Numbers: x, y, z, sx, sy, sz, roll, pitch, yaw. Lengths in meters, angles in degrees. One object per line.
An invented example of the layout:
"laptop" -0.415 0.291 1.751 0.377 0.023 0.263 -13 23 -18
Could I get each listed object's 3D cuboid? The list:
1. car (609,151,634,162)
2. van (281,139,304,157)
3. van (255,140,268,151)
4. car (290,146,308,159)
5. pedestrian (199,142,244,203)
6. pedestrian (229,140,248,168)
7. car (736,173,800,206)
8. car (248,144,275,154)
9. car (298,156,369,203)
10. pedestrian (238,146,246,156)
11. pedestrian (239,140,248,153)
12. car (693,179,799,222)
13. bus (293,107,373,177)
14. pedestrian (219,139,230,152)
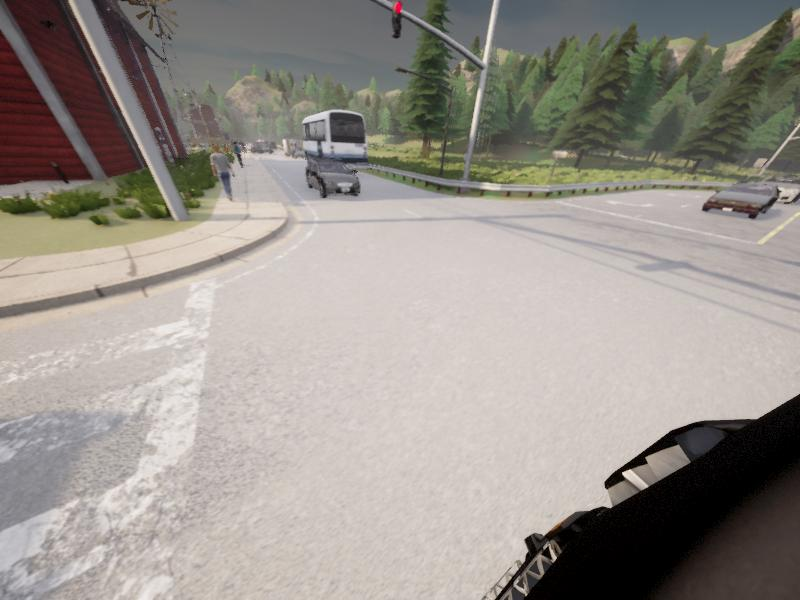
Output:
"car" 56.957 -36.991 59.453 3.866 1.878 1.905 24 39 21
"van" -18.758 -26.440 40.147 2.351 2.431 6.366 -15 38 -25
"van" -34.428 -38.469 57.420 2.069 2.038 4.480 -15 38 -25
"car" -15.725 -22.916 35.883 1.845 1.501 3.633 -15 37 -25
"pedestrian" -6.566 -4.690 8.552 0.751 1.860 0.751 -19 39 -29
"pedestrian" -13.372 -12.079 19.152 0.751 1.860 0.751 -16 38 -26
"car" 26.593 -7.878 16.257 4.611 1.667 2.242 -16 38 -26
"car" -25.580 -27.888 42.774 4.181 1.385 1.994 18 36 21
"car" -3.590 -6.375 11.940 2.128 1.511 4.902 -15 38 -25
"pedestrian" -22.070 -20.760 32.242 0.500 1.100 0.500 -9 35 -18
"pedestrian" -26.031 -25.558 38.474 0.751 1.860 0.751 -19 39 -29
"car" 17.983 -5.311 12.004 5.357 1.411 2.033 -16 38 -26
"bus" -6.523 -14.496 21.457 3.944 4.253 10.273 -16 38 -26
"pedestrian" -29.903 -26.361 39.392 0.751 1.860 0.751 4 34 2
